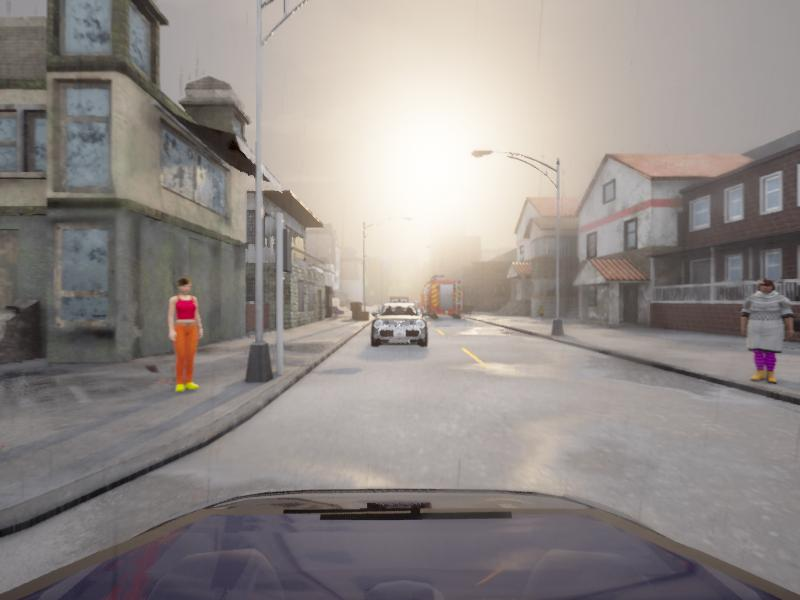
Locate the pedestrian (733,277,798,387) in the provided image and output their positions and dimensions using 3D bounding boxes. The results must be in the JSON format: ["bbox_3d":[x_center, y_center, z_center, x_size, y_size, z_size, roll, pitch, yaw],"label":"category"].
[{"bbox_3d":[6.667,0.539,7.307,0.751,1.860,0.751,0,0,-37],"label":"pedestrian"}]

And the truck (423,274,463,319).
[{"bbox_3d":[3.952,-0.295,38.352,2.891,3.827,8.468,0,0,0],"label":"truck"}]

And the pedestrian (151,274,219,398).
[{"bbox_3d":[-3.508,0.539,6.536,0.751,1.860,0.751,0,0,41],"label":"pedestrian"}]

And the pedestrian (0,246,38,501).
[{"bbox_3d":[-3.320,0.537,2.900,0.751,1.860,0.751,0,0,17],"label":"pedestrian"}]

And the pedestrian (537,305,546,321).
[{"bbox_3d":[10.429,0.958,29.554,0.500,1.100,0.500,0,0,0],"label":"pedestrian"}]

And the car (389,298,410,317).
[{"bbox_3d":[-0.057,0.721,41.152,2.097,1.767,4.553,0,0,0],"label":"car"}]

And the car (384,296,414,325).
[{"bbox_3d":[-0.042,0.666,27.208,1.905,1.878,3.866,0,0,0],"label":"car"}]

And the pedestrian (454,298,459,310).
[{"bbox_3d":[8.588,0.574,60.666,0.751,1.860,0.751,0,0,-1],"label":"pedestrian"}]

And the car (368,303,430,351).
[{"bbox_3d":[-0.025,0.863,14.535,1.970,1.475,3.806,0,0,0],"label":"car"}]
